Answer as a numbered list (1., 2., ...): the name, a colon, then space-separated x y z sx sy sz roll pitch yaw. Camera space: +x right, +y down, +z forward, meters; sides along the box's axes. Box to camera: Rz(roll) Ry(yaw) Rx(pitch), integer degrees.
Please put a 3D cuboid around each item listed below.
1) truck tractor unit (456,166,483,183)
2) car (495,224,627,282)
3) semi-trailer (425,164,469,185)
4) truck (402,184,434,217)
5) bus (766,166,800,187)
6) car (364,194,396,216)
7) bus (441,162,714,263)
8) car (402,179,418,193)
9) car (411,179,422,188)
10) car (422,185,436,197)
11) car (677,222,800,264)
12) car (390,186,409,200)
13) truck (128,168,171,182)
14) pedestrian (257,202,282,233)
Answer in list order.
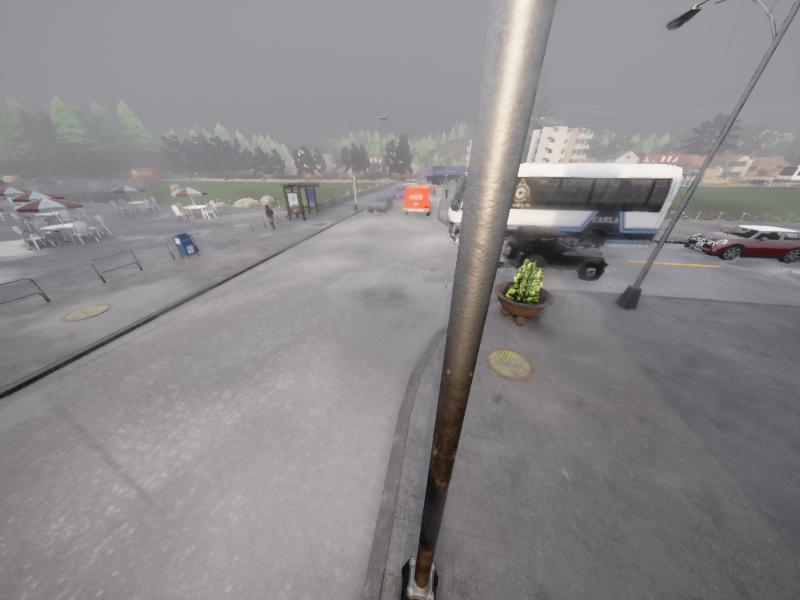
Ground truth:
1. truck tractor unit: 19.559 -35.429 65.350 6.516 4.208 3.053 2 30 4
2. car: 6.551 -2.103 9.962 3.866 1.878 1.905 2 30 3
3. semi-trailer: 12.904 -33.811 62.247 14.254 4.402 2.717 -21 32 -33
4. truck: 1.948 -10.210 23.424 2.627 2.467 5.204 5 30 9
5. bus: 95.492 -28.756 53.759 10.273 4.253 3.944 5 30 9
6. car: -1.936 -10.203 24.490 2.033 1.411 5.357 5 30 8
7. bus: 7.701 -4.924 12.496 10.273 4.253 3.944 3 30 5
8. car: 1.979 -21.659 43.681 2.150 2.045 5.566 5 30 9
9. car: 3.760 -26.564 52.581 1.930 1.638 5.238 5 30 9
10. car: 4.890 -18.053 38.185 1.895 1.301 4.718 5 30 9
11. car: 17.839 -3.017 11.961 3.806 1.475 1.970 5 30 8
12. car: 0.049 -15.941 34.297 2.007 1.525 4.514 5 30 9
13. truck: -79.562 -40.037 73.727 2.891 3.827 8.468 5 30 9
14. pedestrian: -9.035 -5.755 16.064 0.751 1.860 0.751 11 32 18
